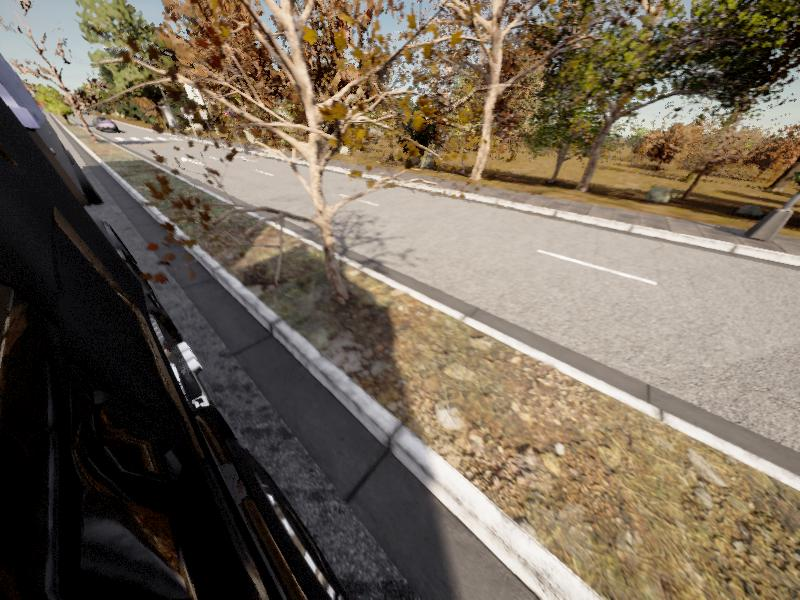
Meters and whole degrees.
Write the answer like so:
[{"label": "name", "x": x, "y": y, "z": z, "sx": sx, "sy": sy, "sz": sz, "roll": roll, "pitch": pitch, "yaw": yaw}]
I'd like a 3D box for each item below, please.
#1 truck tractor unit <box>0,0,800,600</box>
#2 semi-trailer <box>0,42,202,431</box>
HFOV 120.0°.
[{"label": "truck tractor unit", "x": -2.645, "y": -0.295, "z": 0.351, "sx": 6.516, "sy": 4.208, "sz": 3.053, "roll": 28, "pitch": 44, "yaw": 30}, {"label": "semi-trailer", "x": -8.695, "y": -3.607, "z": 4.233, "sx": 14.254, "sy": 4.402, "sz": 2.717, "roll": 28, "pitch": 44, "yaw": 30}]
